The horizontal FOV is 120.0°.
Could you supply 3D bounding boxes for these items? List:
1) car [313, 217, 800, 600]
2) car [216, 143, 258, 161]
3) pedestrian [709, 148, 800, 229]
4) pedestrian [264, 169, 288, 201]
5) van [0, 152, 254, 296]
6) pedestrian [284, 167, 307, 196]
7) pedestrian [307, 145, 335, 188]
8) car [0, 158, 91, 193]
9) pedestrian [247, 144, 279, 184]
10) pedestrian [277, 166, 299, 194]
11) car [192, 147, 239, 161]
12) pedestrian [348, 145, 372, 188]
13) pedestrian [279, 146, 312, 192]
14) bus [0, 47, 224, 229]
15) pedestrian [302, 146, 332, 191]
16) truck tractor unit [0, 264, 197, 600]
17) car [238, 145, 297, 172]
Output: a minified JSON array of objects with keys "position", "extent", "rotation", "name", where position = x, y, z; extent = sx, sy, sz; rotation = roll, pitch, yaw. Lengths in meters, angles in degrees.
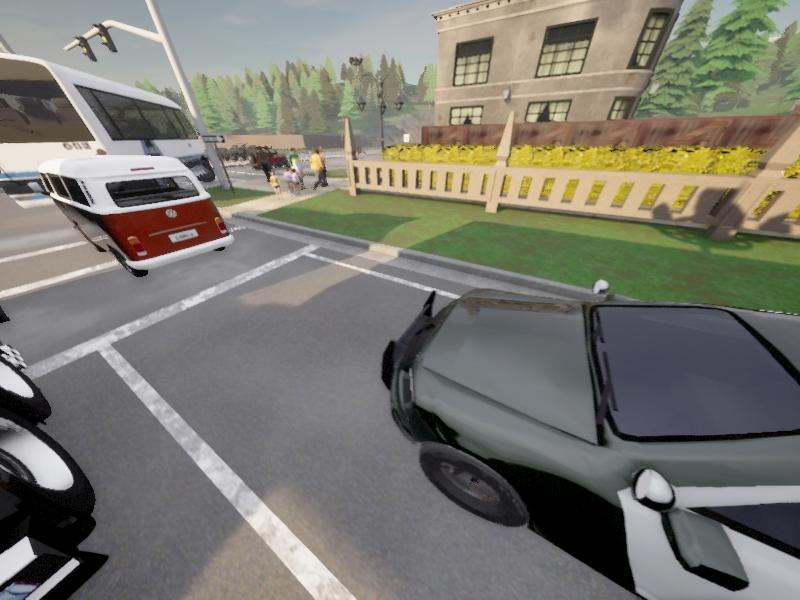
[{"position":[2.197,0.870,1.386],"extent":[4.974,1.542,2.038],"rotation":[18,39,24],"name":"car"},{"position":[-21.944,-20.086,31.324],"extent":[1.905,1.878,3.866],"rotation":[18,39,25],"name":"car"},{"position":[9.865,-3.055,6.352],"extent":[0.751,1.860,0.751],"rotation":[22,41,29],"name":"pedestrian"},{"position":[-5.160,-4.797,9.643],"extent":[0.500,1.100,0.500],"rotation":[-5,35,-7],"name":"pedestrian"},{"position":[-5.981,-2.064,5.213],"extent":[4.480,2.038,2.069],"rotation":[19,39,26],"name":"van"},{"position":[-4.700,-5.347,10.428],"extent":[0.500,1.100,0.500],"rotation":[18,39,24],"name":"pedestrian"},{"position":[-4.112,-7.032,12.175],"extent":[0.751,1.860,0.751],"rotation":[21,40,27],"name":"pedestrian"},{"position":[-21.684,-7.189,13.290],"extent":[1.994,1.385,4.181],"rotation":[18,39,25],"name":"car"},{"position":[-7.788,-7.770,13.211],"extent":[0.751,1.860,0.751],"rotation":[18,39,24],"name":"pedestrian"},{"position":[-5.194,-5.599,10.794],"extent":[0.500,1.100,0.500],"rotation":[3,35,5],"name":"pedestrian"},{"position":[-25.509,-20.372,32.155],"extent":[1.812,1.442,4.674],"rotation":[18,39,25],"name":"car"},{"position":[-2.053,-6.912,11.985],"extent":[0.751,1.860,0.751],"rotation":[13,37,18],"name":"pedestrian"},{"position":[-5.023,-6.367,11.229],"extent":[0.751,1.860,0.751],"rotation":[15,38,21],"name":"pedestrian"},{"position":[-12.699,-7.248,10.786],"extent":[3.944,4.253,10.273],"rotation":[-13,37,-16],"name":"bus"},{"position":[-4.066,-6.462,11.357],"extent":[0.751,1.860,0.751],"rotation":[25,42,31],"name":"pedestrian"},{"position":[-5.112,-0.300,0.776],"extent":[6.516,4.208,3.053],"rotation":[18,39,24],"name":"truck tractor unit"},{"position":[-11.892,-12.996,21.073],"extent":[1.905,1.878,3.866],"rotation":[19,39,25],"name":"car"}]
